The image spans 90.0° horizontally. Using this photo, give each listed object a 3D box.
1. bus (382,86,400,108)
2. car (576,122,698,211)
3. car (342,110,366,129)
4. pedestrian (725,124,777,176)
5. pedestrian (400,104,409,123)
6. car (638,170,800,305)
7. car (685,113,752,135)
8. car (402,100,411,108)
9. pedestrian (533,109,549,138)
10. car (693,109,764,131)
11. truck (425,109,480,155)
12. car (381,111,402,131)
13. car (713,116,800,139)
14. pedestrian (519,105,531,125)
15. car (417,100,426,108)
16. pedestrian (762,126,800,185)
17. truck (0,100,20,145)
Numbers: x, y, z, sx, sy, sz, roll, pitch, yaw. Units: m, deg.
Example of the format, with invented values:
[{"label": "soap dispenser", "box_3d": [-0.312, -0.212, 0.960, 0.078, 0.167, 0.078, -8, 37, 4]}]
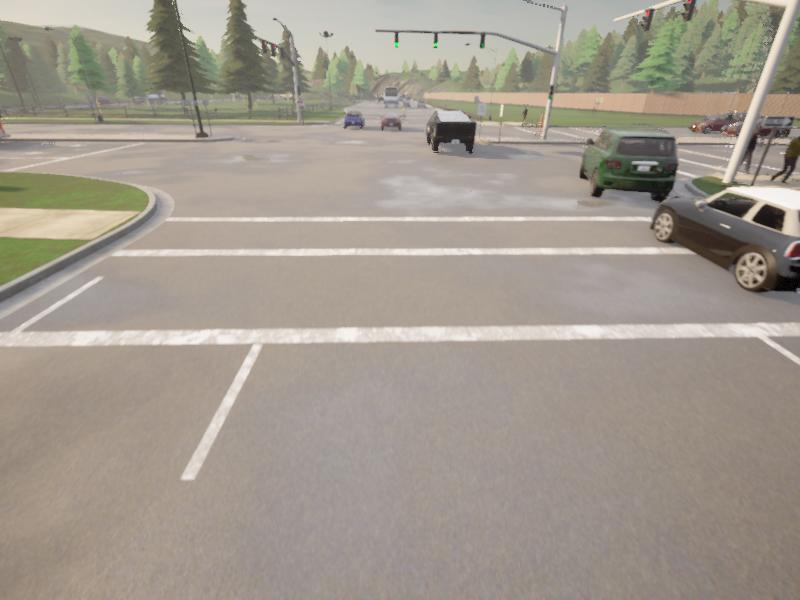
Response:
[{"label": "bus", "box_3d": [-2.129, -46.831, 92.328, 3.944, 4.253, 10.273, 0, 27, -1]}, {"label": "car", "box_3d": [7.759, -4.880, 13.871, 2.150, 2.045, 5.566, 8, 28, 14]}, {"label": "car", "box_3d": [-4.363, -17.424, 38.544, 1.816, 1.474, 4.193, 0, 27, -1]}, {"label": "pedestrian", "box_3d": [13.988, -5.996, 16.016, 0.751, 1.860, 0.751, 3, 27, 5]}, {"label": "pedestrian", "box_3d": [0.502, -20.688, 44.445, 0.751, 1.860, 0.751, -6, 28, -11]}, {"label": "car", "box_3d": [6.869, -1.450, 7.855, 1.970, 1.475, 3.806, 0, 27, 0]}, {"label": "car", "box_3d": [27.797, -15.450, 35.038, 3.988, 1.617, 1.851, 0, 27, -1]}, {"label": "car", "box_3d": [1.468, -45.980, 93.837, 2.033, 1.411, 5.357, 0, 27, -1]}, {"label": "pedestrian", "box_3d": [10.237, -12.818, 29.051, 0.751, 1.860, 0.751, 5, 28, 9]}, {"label": "car", "box_3d": [31.228, -17.135, 38.137, 4.553, 1.767, 2.097, 0, 27, -1]}, {"label": "truck", "box_3d": [2.945, -10.286, 24.185, 2.390, 2.098, 6.274, 0, 27, -1]}, {"label": "car", "box_3d": [-0.834, -16.579, 36.995, 1.812, 1.442, 4.674, -1, 27, -2]}, {"label": "car", "box_3d": [28.427, -13.782, 31.964, 4.792, 1.488, 2.163, 0, 27, -1]}, {"label": "pedestrian", "box_3d": [12.604, -18.666, 40.379, 0.751, 1.860, 0.751, -3, 28, -6]}, {"label": "car", "box_3d": [4.976, -45.844, 93.492, 1.851, 1.617, 3.988, 0, 27, -1]}, {"label": "pedestrian", "box_3d": [13.795, -5.055, 14.047, 0.751, 1.860, 0.751, 1, 27, 0]}, {"label": "truck", "box_3d": [-27.125, -10.641, 24.046, 5.204, 2.467, 2.627, 0, 27, -1]}]
